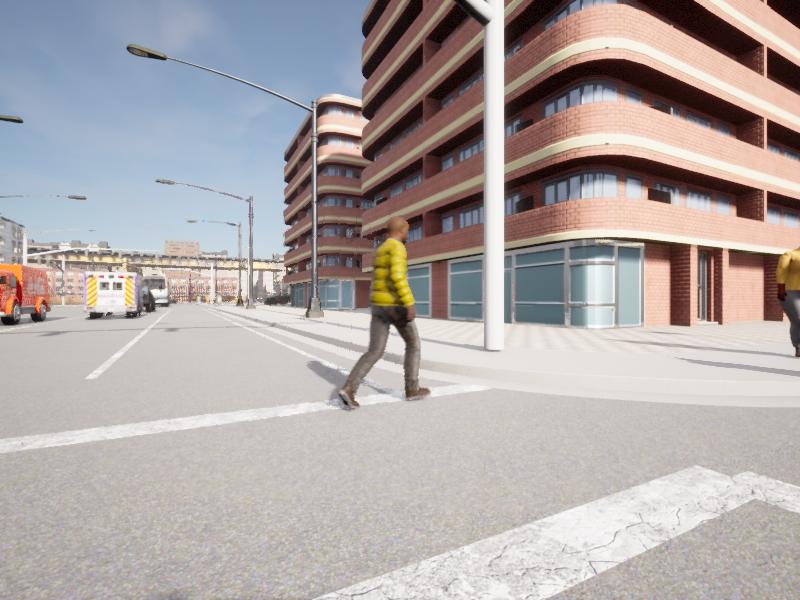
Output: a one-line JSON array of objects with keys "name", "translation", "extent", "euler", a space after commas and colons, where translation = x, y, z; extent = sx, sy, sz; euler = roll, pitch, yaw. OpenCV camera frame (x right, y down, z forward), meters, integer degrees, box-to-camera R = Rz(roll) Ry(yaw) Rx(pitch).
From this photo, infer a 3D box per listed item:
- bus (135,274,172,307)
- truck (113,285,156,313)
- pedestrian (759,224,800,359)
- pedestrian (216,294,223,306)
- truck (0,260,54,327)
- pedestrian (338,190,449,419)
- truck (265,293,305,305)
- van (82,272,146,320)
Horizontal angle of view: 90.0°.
[{"name": "bus", "translation": [-35.669, -1.175, 58.314], "extent": [3.944, 4.253, 10.273], "euler": [0, -1, -28]}, {"name": "truck", "translation": [-21.778, -0.058, 33.098], "extent": [2.390, 2.098, 6.274], "euler": [0, 0, -29]}, {"name": "pedestrian", "translation": [5.851, -0.115, 5.763], "extent": [0.751, 1.860, 0.751], "euler": [0, 0, 16]}, {"name": "pedestrian", "translation": [-27.708, -0.016, 61.378], "extent": [0.751, 1.860, 0.751], "euler": [0, 0, 40]}, {"name": "truck", "translation": [-16.753, -0.244, 16.576], "extent": [2.627, 2.467, 5.204], "euler": [0, 0, -28]}, {"name": "pedestrian", "translation": [-0.074, 0.037, 3.768], "extent": [0.751, 1.860, 0.751], "euler": [0, 0, -36]}, {"name": "truck", "translation": [-20.144, -0.210, 70.222], "extent": [6.274, 2.098, 2.390], "euler": [-1, 0, -27]}, {"name": "van", "translation": [-16.572, -0.222, 23.558], "extent": [2.351, 2.431, 6.366], "euler": [0, 0, -29]}]
